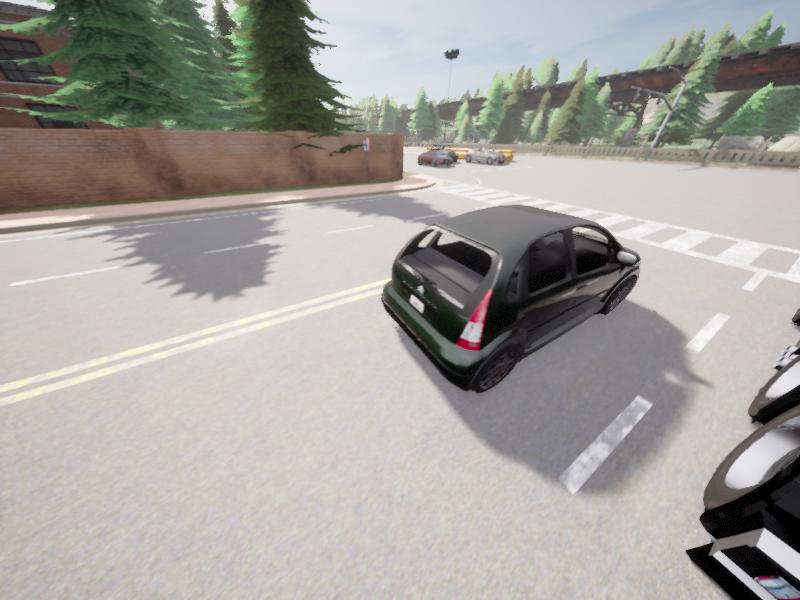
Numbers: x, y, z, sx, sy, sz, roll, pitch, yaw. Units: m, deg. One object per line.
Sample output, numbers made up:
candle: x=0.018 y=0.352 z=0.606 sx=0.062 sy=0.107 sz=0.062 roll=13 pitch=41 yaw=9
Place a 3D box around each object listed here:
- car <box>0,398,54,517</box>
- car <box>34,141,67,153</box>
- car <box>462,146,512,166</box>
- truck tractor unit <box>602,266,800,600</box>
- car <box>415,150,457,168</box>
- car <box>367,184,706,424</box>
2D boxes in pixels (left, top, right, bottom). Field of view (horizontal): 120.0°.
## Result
car: x=-4.379 y=1.586 z=0.351 sx=3.633 sy=1.501 sz=1.845 roll=-18 pitch=39 yaw=-24
car: x=-61.216 y=-26.881 z=40.602 sx=2.033 sy=1.649 sz=4.856 roll=-27 pitch=43 yaw=-34
car: x=9.770 y=-16.609 z=26.551 sx=2.152 sy=1.651 sz=5.027 roll=-18 pitch=39 yaw=-24
truck tractor unit: x=5.116 y=-0.294 z=0.784 sx=6.516 sy=4.208 sz=3.053 roll=-18 pitch=39 yaw=-24
car: x=3.597 y=-14.640 z=23.888 sx=1.994 sy=1.385 sz=4.181 roll=-18 pitch=39 yaw=-24
car: x=1.808 y=-0.472 z=3.298 sx=3.988 sy=1.617 sz=1.851 roll=-18 pitch=39 yaw=-25
